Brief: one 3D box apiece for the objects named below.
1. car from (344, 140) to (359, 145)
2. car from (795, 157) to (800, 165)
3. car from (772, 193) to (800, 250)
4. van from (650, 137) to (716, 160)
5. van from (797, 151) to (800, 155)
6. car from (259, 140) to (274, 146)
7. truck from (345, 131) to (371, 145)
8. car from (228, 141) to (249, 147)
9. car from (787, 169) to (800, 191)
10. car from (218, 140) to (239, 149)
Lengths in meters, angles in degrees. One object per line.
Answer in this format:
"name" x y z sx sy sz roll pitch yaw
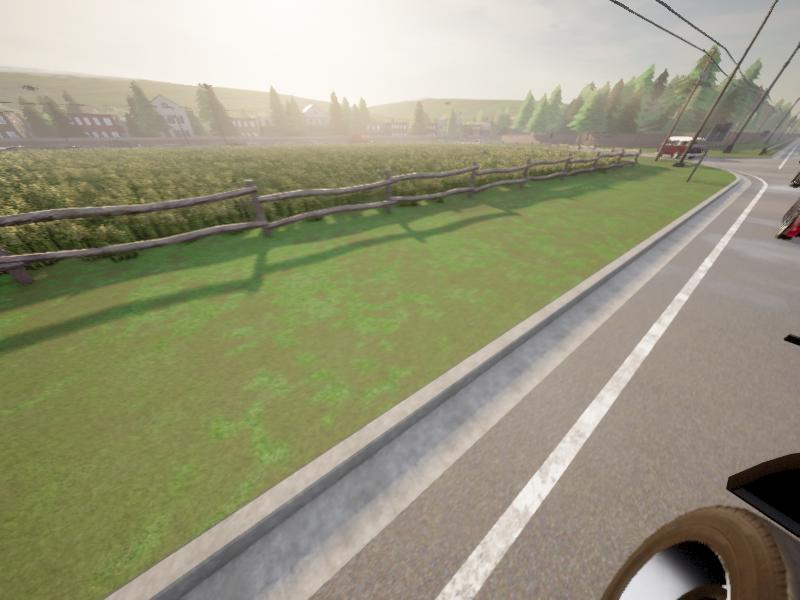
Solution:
"car" -17.913 -58.049 84.952 4.902 1.511 2.128 -22 41 -28
"car" 38.075 -13.051 20.710 4.792 1.488 2.163 -22 41 -28
"car" 11.570 -2.183 5.690 4.181 1.385 1.994 -23 41 -28
"van" 31.544 -17.135 26.067 2.069 2.038 4.480 6 36 9
"van" 55.376 -20.523 30.294 6.366 2.431 2.351 -23 41 -28
"car" -42.907 -50.424 74.299 3.633 1.501 1.845 -22 41 -28
"truck" -14.928 -57.782 82.475 8.468 3.827 2.891 -22 41 -28
"car" -47.662 -45.998 68.162 4.792 1.488 2.163 -22 41 -28
"car" 22.000 -6.526 11.512 5.027 1.651 2.152 -22 41 -28
"car" -44.237 -40.170 59.542 3.866 1.878 1.905 -22 41 -28
